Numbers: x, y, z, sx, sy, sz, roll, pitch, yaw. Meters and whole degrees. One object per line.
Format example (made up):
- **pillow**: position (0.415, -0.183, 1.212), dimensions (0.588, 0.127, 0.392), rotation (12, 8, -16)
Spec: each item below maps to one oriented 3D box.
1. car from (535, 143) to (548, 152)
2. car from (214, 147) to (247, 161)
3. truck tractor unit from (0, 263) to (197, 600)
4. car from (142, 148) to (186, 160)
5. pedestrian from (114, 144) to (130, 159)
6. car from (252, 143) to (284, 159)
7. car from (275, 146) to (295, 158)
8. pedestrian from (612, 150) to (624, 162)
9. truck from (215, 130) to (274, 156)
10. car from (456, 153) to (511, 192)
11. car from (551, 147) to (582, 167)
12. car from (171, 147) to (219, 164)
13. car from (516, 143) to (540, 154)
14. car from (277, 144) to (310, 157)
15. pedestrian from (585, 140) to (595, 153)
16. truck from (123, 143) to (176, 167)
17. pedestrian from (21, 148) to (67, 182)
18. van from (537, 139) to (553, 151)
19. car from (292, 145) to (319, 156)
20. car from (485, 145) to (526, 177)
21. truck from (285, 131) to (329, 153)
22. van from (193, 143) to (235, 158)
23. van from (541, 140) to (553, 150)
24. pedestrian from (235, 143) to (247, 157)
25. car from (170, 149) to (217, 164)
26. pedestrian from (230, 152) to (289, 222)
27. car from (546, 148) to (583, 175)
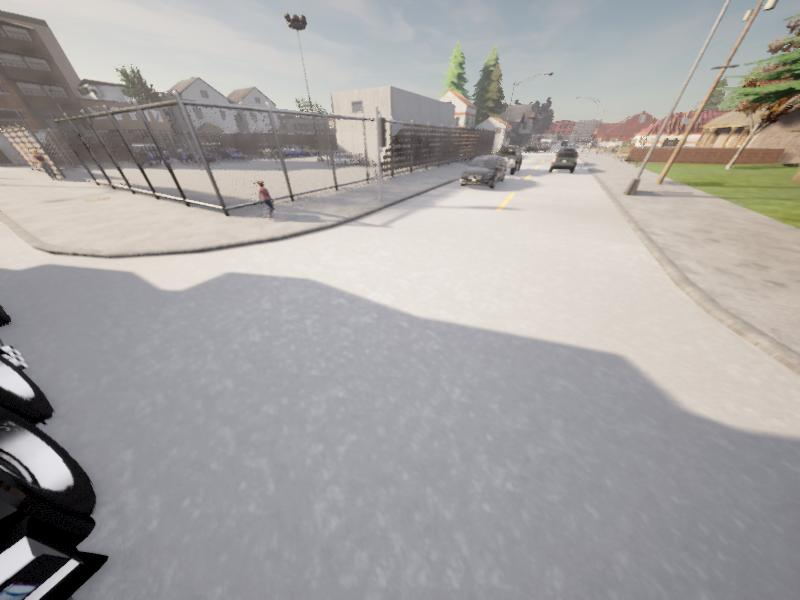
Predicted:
- **car**: position (29.788, -32.076, 48.545), dimensions (1.816, 1.474, 4.193), rotation (18, 39, 25)
- **car**: position (-23.127, -19.996, 31.553), dimensions (3.633, 1.501, 1.845), rotation (18, 39, 25)
- **truck tractor unit**: position (-5.116, -0.294, 0.783), dimensions (6.516, 4.208, 3.053), rotation (18, 39, 24)
- **car**: position (-36.463, -22.640, 35.760), dimensions (1.994, 1.385, 4.181), rotation (18, 39, 25)
- **pedestrian**: position (-42.538, -22.752, 35.313), dimensions (0.751, 1.860, 0.751), rotation (26, 43, 32)
- **car**: position (-19.756, -22.413, 34.696), dimensions (3.866, 1.878, 1.905), rotation (18, 39, 25)
- **car**: position (-17.922, -23.070, 35.987), dimensions (2.207, 1.379, 1.481), rotation (18, 39, 25)
- **pedestrian**: position (24.063, -15.950, 25.515), dimensions (0.500, 1.100, 0.500), rotation (18, 39, 25)
- **truck**: position (-29.626, -30.418, 44.724), dimensions (2.891, 3.827, 8.468), rotation (18, 39, 25)
- **car**: position (5.123, -7.802, 13.873), dimensions (1.837, 1.490, 4.892), rotation (18, 39, 24)
- **car**: position (16.905, -14.679, 23.613), dimensions (2.007, 1.525, 4.514), rotation (17, 38, 23)
- **car**: position (-24.867, -17.634, 28.156), dimensions (1.789, 1.547, 3.705), rotation (18, 39, 25)
- **car**: position (24.371, -28.907, 43.978), dimensions (3.705, 1.549, 1.789), rotation (-18, 39, -23)
- **car**: position (-17.382, -24.384, 37.690), dimensions (4.611, 1.667, 2.242), rotation (18, 39, 25)
- **pedestrian**: position (32.549, -26.237, 39.555), dimensions (0.751, 1.860, 0.751), rotation (23, 41, 30)
- **truck**: position (-27.252, -15.845, 25.188), dimensions (4.478, 2.038, 2.069), rotation (18, 39, 25)
- **pedestrian**: position (-23.247, -8.838, 15.116), dimensions (0.751, 1.860, 0.751), rotation (18, 39, 24)
- **van**: position (35.771, -38.212, 56.851), dimensions (2.351, 2.431, 6.366), rotation (18, 39, 25)
- **car**: position (-16.427, -26.110, 40.281), dimensions (4.193, 1.474, 1.816), rotation (18, 39, 25)
- **car**: position (8.496, -11.217, 18.414), dimensions (1.932, 1.855, 4.605), rotation (18, 39, 24)
- **truck**: position (-20.289, -35.018, 51.239), dimensions (2.891, 3.827, 8.468), rotation (19, 39, 25)
- **van**: position (-30.277, -24.479, 37.749), dimensions (2.069, 2.038, 4.480), rotation (18, 39, 25)
- **van**: position (40.827, -43.040, 64.093), dimensions (2.069, 2.038, 4.480), rotation (18, 39, 25)
- **pedestrian**: position (-26.035, -24.613, 37.833), dimensions (0.751, 1.860, 0.751), rotation (9, 36, 14)
- **car**: position (-25.119, -17.508, 28.103), dimensions (5.357, 1.415, 2.033), rotation (18, 39, 25)
- **pedestrian**: position (-4.340, -3.547, 7.293), dimensions (0.751, 1.860, 0.751), rotation (8, 36, 12)
- **car**: position (13.520, -11.524, 19.040), dimensions (1.851, 1.617, 3.988), rotation (18, 39, 25)
